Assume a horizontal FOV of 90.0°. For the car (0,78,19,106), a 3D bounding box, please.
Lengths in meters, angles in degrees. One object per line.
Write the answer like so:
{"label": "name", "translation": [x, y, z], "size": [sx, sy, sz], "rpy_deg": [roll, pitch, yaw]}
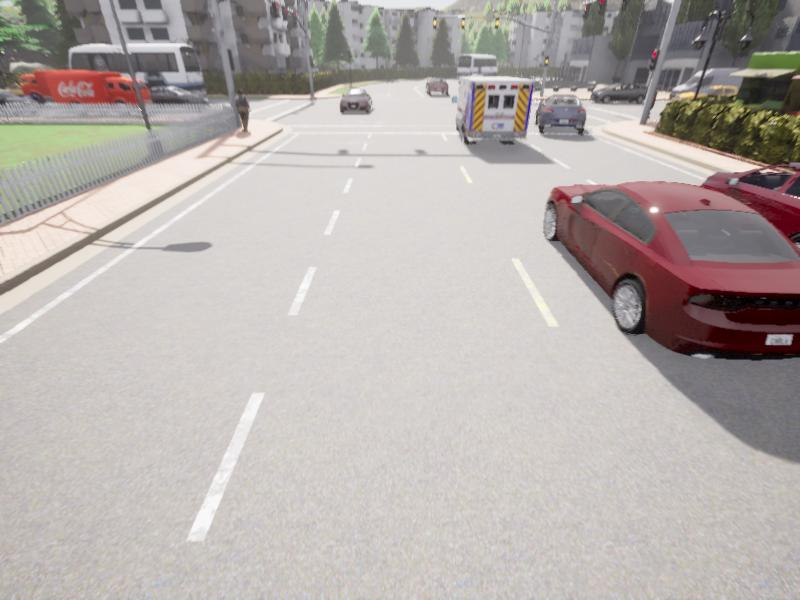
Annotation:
{"label": "car", "translation": [-33.683, -16.641, 32.017], "size": [3.866, 1.878, 1.905], "rpy_deg": [1, 31, 2]}

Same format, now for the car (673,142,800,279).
{"label": "car", "translation": [7.280, -1.803, 7.378], "size": [1.845, 1.501, 3.633], "rpy_deg": [0, 30, 0]}

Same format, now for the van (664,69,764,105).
{"label": "van", "translation": [26.082, -17.850, 33.458], "size": [5.915, 2.561, 1.988], "rpy_deg": [1, 31, 1]}

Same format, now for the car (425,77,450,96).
{"label": "car", "translation": [3.988, -23.171, 43.314], "size": [2.152, 1.651, 5.027], "rpy_deg": [-1, 31, -1]}

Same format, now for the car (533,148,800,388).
{"label": "car", "translation": [3.775, -1.002, 6.019], "size": [1.882, 1.535, 5.008], "rpy_deg": [0, 31, 0]}

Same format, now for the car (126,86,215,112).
{"label": "car", "translation": [-16.293, -14.442, 28.693], "size": [4.902, 1.511, 2.128], "rpy_deg": [1, 31, 1]}

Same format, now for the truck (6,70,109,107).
{"label": "truck", "translation": [-26.915, -16.792, 31.708], "size": [5.204, 2.467, 2.627], "rpy_deg": [1, 31, 1]}

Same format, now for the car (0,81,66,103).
{"label": "car", "translation": [-32.917, -18.283, 35.090], "size": [5.366, 1.575, 1.801], "rpy_deg": [1, 31, 1]}

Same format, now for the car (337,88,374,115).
{"label": "car", "translation": [-3.035, -13.993, 28.084], "size": [1.994, 1.385, 4.181], "rpy_deg": [1, 31, 1]}

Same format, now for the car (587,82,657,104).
{"label": "car", "translation": [18.676, -17.505, 33.864], "size": [4.514, 1.525, 2.007], "rpy_deg": [1, 31, 2]}

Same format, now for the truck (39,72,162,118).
{"label": "truck", "translation": [-18.848, -13.105, 25.498], "size": [5.204, 2.467, 2.627], "rpy_deg": [1, 31, 1]}

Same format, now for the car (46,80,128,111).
{"label": "car", "translation": [-22.366, -14.691, 28.737], "size": [3.866, 1.878, 1.905], "rpy_deg": [1, 31, 1]}

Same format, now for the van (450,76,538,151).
{"label": "van", "translation": [3.818, -8.490, 17.773], "size": [2.351, 2.431, 6.366], "rpy_deg": [0, 31, 0]}

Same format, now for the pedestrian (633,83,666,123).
{"label": "pedestrian", "translation": [13.490, -10.674, 21.671], "size": [0.751, 1.860, 0.751], "rpy_deg": [-1, 31, -3]}

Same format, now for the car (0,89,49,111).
{"label": "car", "translation": [-28.840, -14.530, 29.044], "size": [4.718, 1.301, 1.895], "rpy_deg": [1, 31, 1]}

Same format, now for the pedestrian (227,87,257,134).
{"label": "pedestrian", "translation": [-7.156, -8.603, 18.171], "size": [0.751, 1.860, 0.751], "rpy_deg": [0, 31, 0]}

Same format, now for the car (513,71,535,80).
{"label": "car", "translation": [24.790, -44.761, 79.741], "size": [3.988, 1.617, 1.851], "rpy_deg": [-19, 36, -29]}

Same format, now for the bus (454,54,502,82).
{"label": "bus", "translation": [14.787, -43.978, 75.825], "size": [3.944, 4.253, 10.273], "rpy_deg": [23, 37, 34]}

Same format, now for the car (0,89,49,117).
{"label": "car", "translation": [-26.202, -12.791, 25.919], "size": [4.892, 1.490, 1.837], "rpy_deg": [1, 31, 1]}

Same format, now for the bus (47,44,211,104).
{"label": "bus", "translation": [-22.499, -19.221, 34.059], "size": [10.273, 4.253, 3.944], "rpy_deg": [1, 31, 1]}

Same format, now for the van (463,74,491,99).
{"label": "van", "translation": [7.555, -21.169, 39.584], "size": [1.775, 1.987, 4.442], "rpy_deg": [0, 31, -1]}

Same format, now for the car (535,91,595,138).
{"label": "car", "translation": [8.223, -9.611, 20.455], "size": [2.152, 1.651, 5.027], "rpy_deg": [7, 32, 13]}

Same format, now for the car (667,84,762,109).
{"label": "car", "translation": [24.026, -15.662, 30.707], "size": [5.366, 1.575, 1.801], "rpy_deg": [1, 31, 2]}
